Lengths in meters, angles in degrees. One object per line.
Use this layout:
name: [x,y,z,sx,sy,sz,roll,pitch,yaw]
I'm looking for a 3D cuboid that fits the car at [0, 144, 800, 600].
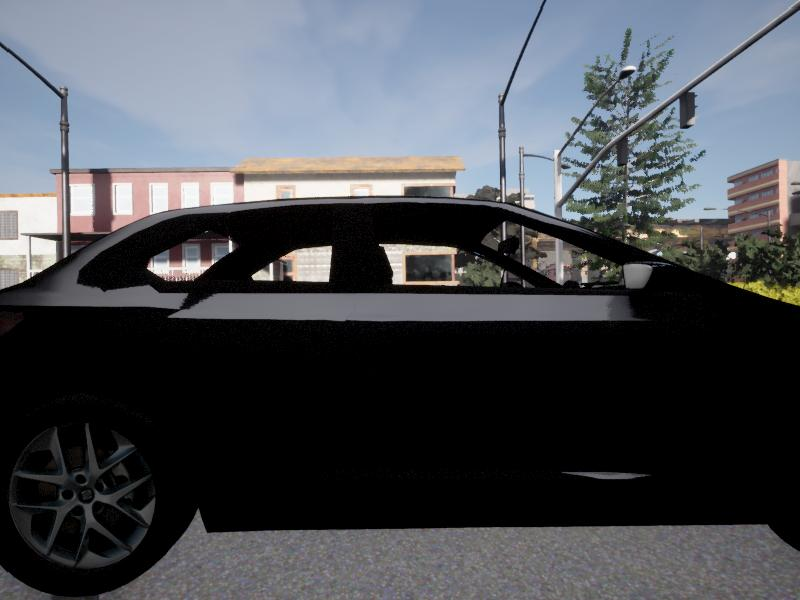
car: [0.342,0.254,2.184,4.193,1.474,1.816,0,0,-1]
